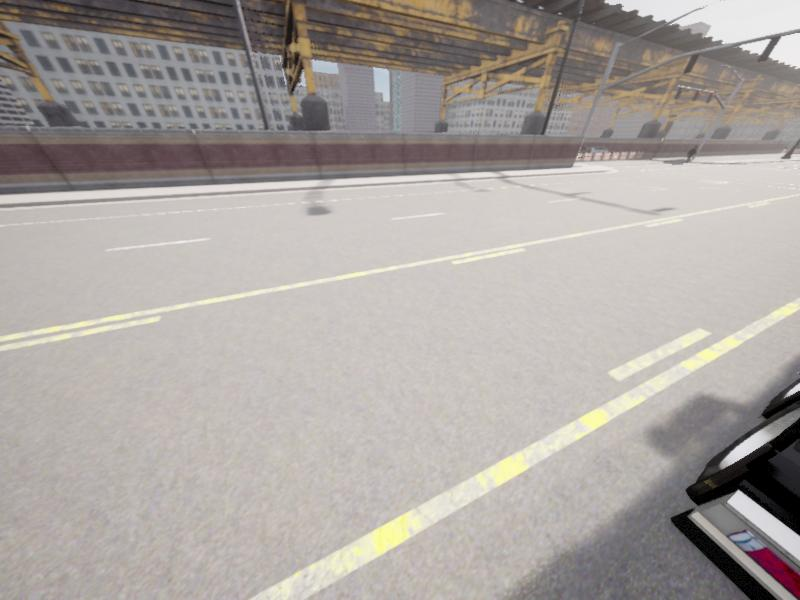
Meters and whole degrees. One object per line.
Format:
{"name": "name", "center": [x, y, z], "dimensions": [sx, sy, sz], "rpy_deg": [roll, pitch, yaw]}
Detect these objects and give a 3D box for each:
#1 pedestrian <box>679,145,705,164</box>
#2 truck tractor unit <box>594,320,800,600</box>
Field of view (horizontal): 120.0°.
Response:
{"name": "pedestrian", "center": [32.783, -16.356, 25.977], "dimensions": [0.751, 1.860, 0.751], "rpy_deg": [-6, 36, -9]}
{"name": "truck tractor unit", "center": [5.204, -0.194, 0.638], "dimensions": [6.516, 4.208, 3.053], "rpy_deg": [-14, 38, -20]}
